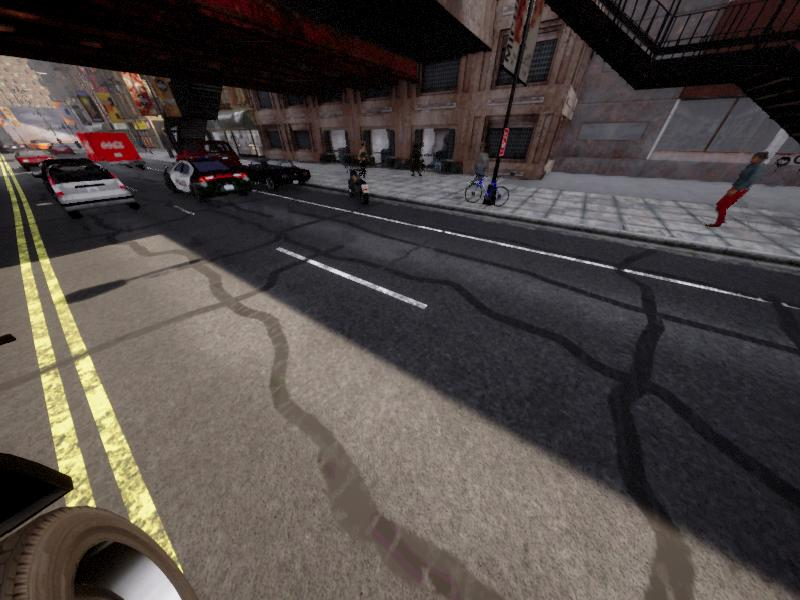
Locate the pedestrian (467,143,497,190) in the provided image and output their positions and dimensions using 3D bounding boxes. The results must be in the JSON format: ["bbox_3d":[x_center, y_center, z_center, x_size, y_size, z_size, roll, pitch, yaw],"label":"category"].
[{"bbox_3d":[3.872,-6.352,11.016,0.751,1.860,0.751,30,45,35],"label":"pedestrian"}]

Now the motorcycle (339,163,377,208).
[{"bbox_3d":[-1.768,-4.766,9.506,0.764,1.277,2.356,-15,38,-21],"label":"motorcycle"}]

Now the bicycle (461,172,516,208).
[{"bbox_3d":[3.218,-4.067,8.520,1.643,1.024,0.373,22,31,28],"label":"bicycle"}]

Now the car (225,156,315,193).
[{"bbox_3d":[-7.115,-6.967,12.610,4.718,1.301,1.895,22,41,28],"label":"car"}]

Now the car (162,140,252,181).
[{"bbox_3d":[-13.205,-9.703,15.815,5.566,2.045,2.435,22,41,28],"label":"car"}]

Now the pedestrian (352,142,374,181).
[{"bbox_3d":[-2.061,-7.823,13.066,0.751,1.860,0.751,22,41,28],"label":"pedestrian"}]

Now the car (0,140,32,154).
[{"bbox_3d":[-59.864,-23.532,35.575,4.611,1.667,2.242,17,38,22],"label":"car"}]

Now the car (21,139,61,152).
[{"bbox_3d":[-60.530,-26.051,38.922,4.553,1.767,2.097,14,38,19],"label":"car"}]

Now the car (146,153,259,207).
[{"bbox_3d":[-8.959,-5.595,10.464,4.974,1.542,2.038,23,41,28],"label":"car"}]

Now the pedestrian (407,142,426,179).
[{"bbox_3d":[0.975,-8.360,13.844,0.751,1.860,0.751,23,41,28],"label":"pedestrian"}]

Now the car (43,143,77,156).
[{"bbox_3d":[-48.844,-21.720,33.198,4.181,1.385,1.994,22,41,28],"label":"car"}]

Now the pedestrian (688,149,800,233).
[{"bbox_3d":[8.936,-2.883,6.130,0.751,1.860,0.751,22,40,27],"label":"pedestrian"}]

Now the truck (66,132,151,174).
[{"bbox_3d":[-22.721,-11.584,18.052,5.204,2.467,2.627,22,41,28],"label":"truck"}]

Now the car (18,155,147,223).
[{"bbox_3d":[-11.556,-4.222,8.433,3.988,1.617,1.851,22,41,28],"label":"car"}]

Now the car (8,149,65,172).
[{"bbox_3d":[-29.681,-11.465,18.860,4.718,1.301,1.895,22,41,28],"label":"car"}]
